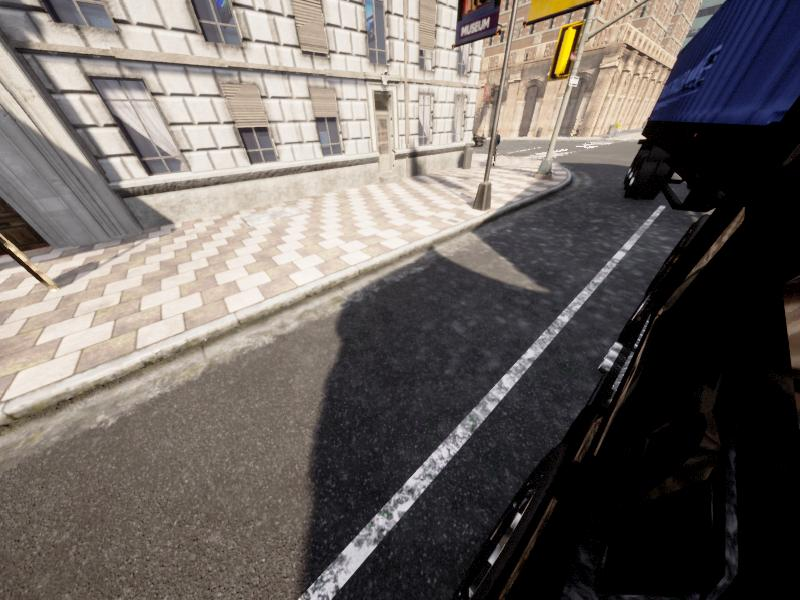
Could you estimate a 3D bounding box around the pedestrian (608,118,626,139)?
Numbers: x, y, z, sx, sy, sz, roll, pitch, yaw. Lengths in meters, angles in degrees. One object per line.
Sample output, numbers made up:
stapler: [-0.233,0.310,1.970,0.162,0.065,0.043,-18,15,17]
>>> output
pedestrian: [24.467,-19.327,26.071,0.751,1.860,0.751,22,43,29]

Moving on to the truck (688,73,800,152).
truck: [25.333,-11.495,14.209,2.891,3.827,8.468,-29,44,-31]

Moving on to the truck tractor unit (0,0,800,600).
truck tractor unit: [2.645,-0.295,0.351,6.516,4.208,3.053,-28,44,-30]

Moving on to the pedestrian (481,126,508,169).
pedestrian: [5.022,-8.151,12.367,0.751,1.860,0.751,26,46,33]

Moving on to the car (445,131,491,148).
car: [7.868,-18.936,27.195,1.837,1.490,4.892,-29,44,-30]

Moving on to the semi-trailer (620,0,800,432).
semi-trailer: [7.689,-4.149,5.011,2.717,4.402,14.254,23,44,30]

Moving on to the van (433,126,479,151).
van: [5.825,-17.275,24.694,1.775,1.987,4.442,-29,44,-30]

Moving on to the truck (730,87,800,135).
truck: [41.744,-21.452,26.476,8.468,3.827,2.891,-29,44,-30]

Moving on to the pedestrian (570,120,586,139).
pedestrian: [22.236,-21.288,28.831,0.751,1.860,0.751,-23,41,-25]
